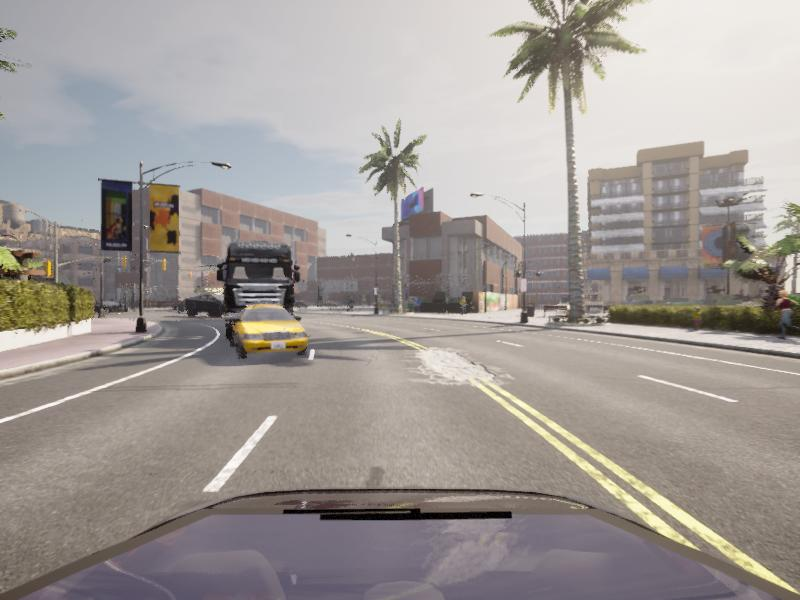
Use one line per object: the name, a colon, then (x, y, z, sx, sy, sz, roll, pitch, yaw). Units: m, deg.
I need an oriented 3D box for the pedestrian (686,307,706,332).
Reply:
pedestrian: (13.386, 0.852, 18.096, 0.500, 1.100, 0.500, 0, 0, -16)

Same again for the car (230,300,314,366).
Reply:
car: (-4.189, 0.804, 12.414, 1.801, 1.575, 5.366, 0, 0, -25)

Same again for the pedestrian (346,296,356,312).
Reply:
pedestrian: (-5.721, 0.468, 46.701, 0.751, 1.860, 0.751, 0, 0, 38)

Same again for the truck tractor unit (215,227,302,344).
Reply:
truck tractor unit: (-6.344, -0.521, 18.011, 3.053, 4.208, 6.516, 0, 0, -20)

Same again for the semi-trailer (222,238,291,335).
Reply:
semi-trailer: (-9.569, -0.628, 25.233, 2.717, 4.402, 14.254, 0, 0, -25)

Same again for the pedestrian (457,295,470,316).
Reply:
pedestrian: (5.485, 0.469, 34.519, 0.751, 1.860, 0.751, 0, 0, -31)

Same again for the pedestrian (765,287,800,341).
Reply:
pedestrian: (13.701, 0.473, 14.250, 0.751, 1.860, 0.751, 0, 0, -14)

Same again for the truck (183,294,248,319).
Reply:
truck: (-16.985, 0.534, 36.682, 6.274, 2.098, 2.390, 0, 0, 33)
